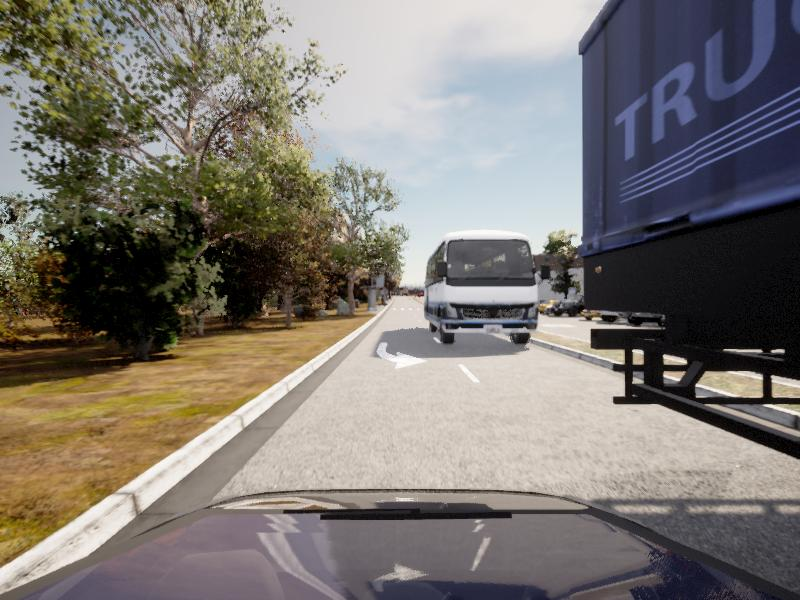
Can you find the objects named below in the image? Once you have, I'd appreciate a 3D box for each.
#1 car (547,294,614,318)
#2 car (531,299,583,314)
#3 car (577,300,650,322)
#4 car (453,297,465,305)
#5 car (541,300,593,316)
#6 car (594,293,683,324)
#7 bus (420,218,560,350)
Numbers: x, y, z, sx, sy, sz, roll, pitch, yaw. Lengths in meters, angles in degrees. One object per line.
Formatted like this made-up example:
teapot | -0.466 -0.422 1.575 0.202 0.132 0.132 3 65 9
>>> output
car | 16.812 0.542 37.260 5.566 2.045 2.435 1 1 -20
car | 17.010 0.723 43.354 5.366 1.575 1.946 1 0 -20
car | 16.659 0.832 31.208 5.366 1.575 1.946 1 1 -20
car | 11.790 0.242 80.166 1.837 1.490 4.892 0 1 0
car | 16.840 0.799 40.282 4.674 1.452 2.002 1 1 -20
car | 16.857 0.602 28.279 5.566 2.045 2.435 1 0 -20
bus | 3.141 -0.498 18.003 3.944 4.253 10.273 0 0 0
